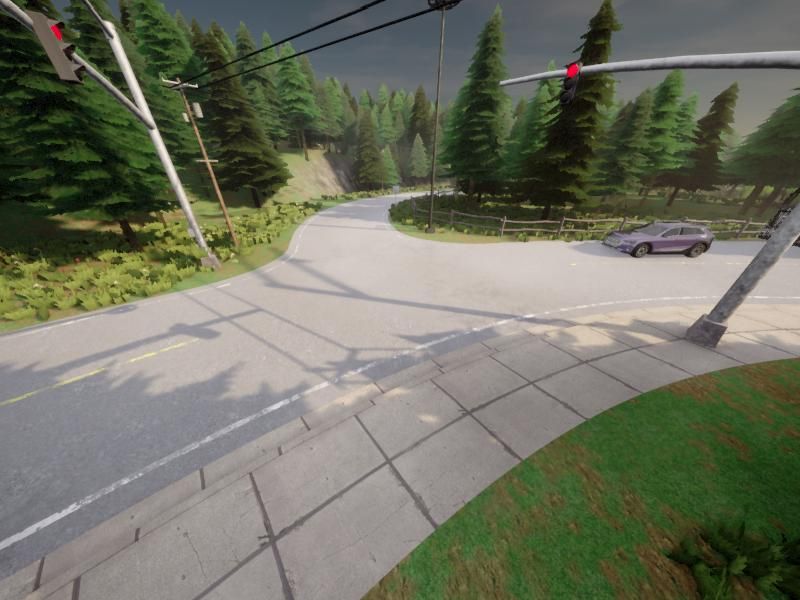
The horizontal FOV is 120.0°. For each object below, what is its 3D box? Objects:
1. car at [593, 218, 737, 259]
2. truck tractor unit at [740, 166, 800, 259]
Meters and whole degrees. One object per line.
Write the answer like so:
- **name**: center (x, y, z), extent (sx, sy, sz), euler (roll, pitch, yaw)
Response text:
- **car**: center (13.963, -3.365, 12.511), extent (4.856, 1.649, 2.033), euler (0, 30, 0)
- **truck tractor unit**: center (24.081, -4.379, 11.717), extent (6.516, 4.208, 3.053), euler (1, 30, 2)
